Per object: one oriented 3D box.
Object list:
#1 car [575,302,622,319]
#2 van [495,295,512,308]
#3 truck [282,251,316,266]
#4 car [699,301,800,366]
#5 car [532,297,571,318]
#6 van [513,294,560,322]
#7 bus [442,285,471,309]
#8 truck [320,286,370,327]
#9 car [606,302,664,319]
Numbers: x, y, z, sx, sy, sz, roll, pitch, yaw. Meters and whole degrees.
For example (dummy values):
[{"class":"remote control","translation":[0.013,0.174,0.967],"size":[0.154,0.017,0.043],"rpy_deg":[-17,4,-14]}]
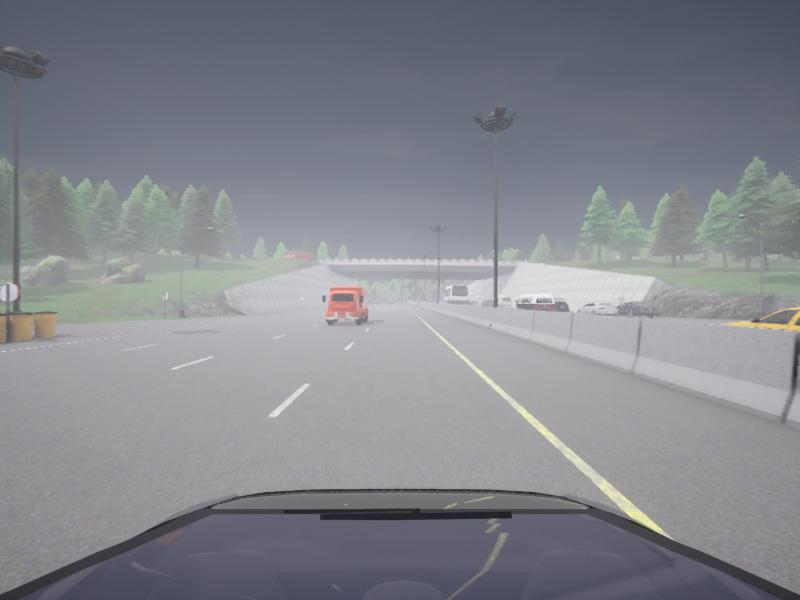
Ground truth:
[{"class":"car","translation":[17.503,0.880,35.501],"size":[1.812,1.442,4.674],"rpy_deg":[0,0,0]},{"class":"van","translation":[21.010,0.323,81.666],"size":[1.988,2.561,5.915],"rpy_deg":[0,0,0]},{"class":"truck","translation":[-27.594,-11.295,109.673],"size":[8.468,3.827,2.891],"rpy_deg":[0,0,0]},{"class":"car","translation":[10.501,0.804,10.150],"size":[1.801,1.575,5.366],"rpy_deg":[0,0,0]},{"class":"car","translation":[14.004,0.662,37.283],"size":[1.932,1.855,4.605],"rpy_deg":[0,0,0]},{"class":"van","translation":[10.505,0.580,31.170],"size":[2.069,2.038,4.480],"rpy_deg":[0,0,0]},{"class":"bus","translation":[10.384,-0.517,75.122],"size":[3.944,4.253,10.273],"rpy_deg":[0,0,0]},{"class":"truck","translation":[-3.498,0.364,26.633],"size":[2.627,2.467,5.204],"rpy_deg":[0,0,0]},{"class":"car","translation":[21.005,0.905,36.066],"size":[2.033,1.411,5.357],"rpy_deg":[0,0,0]}]
